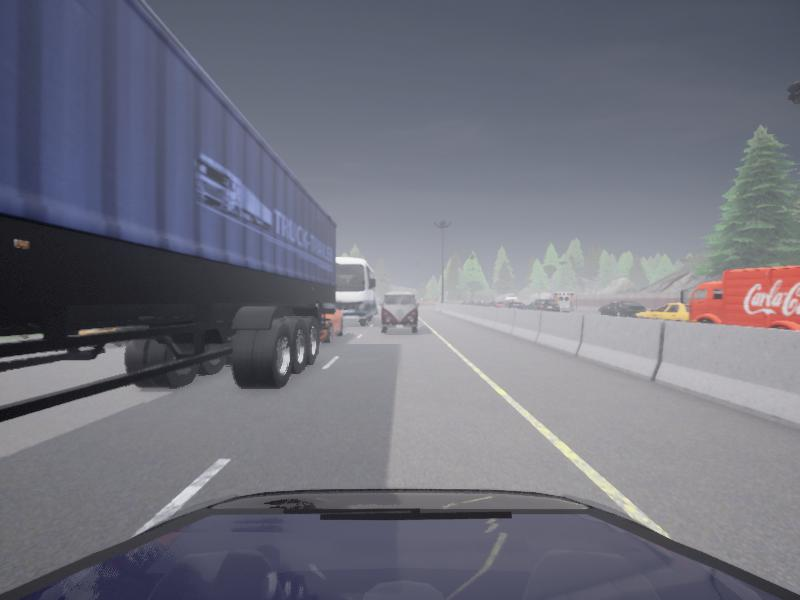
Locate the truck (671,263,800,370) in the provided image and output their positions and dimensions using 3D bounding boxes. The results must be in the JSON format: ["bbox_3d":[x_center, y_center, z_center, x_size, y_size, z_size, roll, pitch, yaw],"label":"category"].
[{"bbox_3d":[10.490,0.364,10.935,2.627,2.467,5.204,0,0,0],"label":"truck"}]

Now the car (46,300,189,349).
[{"bbox_3d":[-10.516,0.805,15.571,1.801,1.575,5.366,0,0,0],"label":"car"}]

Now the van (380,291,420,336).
[{"bbox_3d":[-0.024,0.604,19.930,1.775,1.987,4.442,0,0,0],"label":"van"}]

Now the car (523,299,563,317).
[{"bbox_3d":[13.937,0.765,39.367,2.242,1.667,4.611,0,0,0],"label":"car"}]

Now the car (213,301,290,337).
[{"bbox_3d":[-7.020,0.827,19.522,1.882,1.535,5.008,0,0,0],"label":"car"}]

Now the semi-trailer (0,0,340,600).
[{"bbox_3d":[-3.406,-0.616,5.961,2.717,4.402,14.254,0,0,1],"label":"semi-trailer"}]

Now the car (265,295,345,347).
[{"bbox_3d":[-3.512,0.698,15.764,2.097,1.767,4.553,0,0,0],"label":"car"}]

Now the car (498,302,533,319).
[{"bbox_3d":[10.445,0.915,36.461,1.994,1.385,4.181,0,0,0],"label":"car"}]

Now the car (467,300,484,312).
[{"bbox_3d":[10.419,0.827,55.417,1.789,1.549,3.705,0,0,0],"label":"car"}]

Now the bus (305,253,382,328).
[{"bbox_3d":[-3.418,-0.527,27.765,3.944,4.253,10.273,0,0,0],"label":"bus"}]

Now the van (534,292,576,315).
[{"bbox_3d":[17.431,0.388,45.418,2.351,2.431,6.366,0,0,0],"label":"van"}]

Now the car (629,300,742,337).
[{"bbox_3d":[13.975,0.805,20.106,1.801,1.575,5.366,0,0,0],"label":"car"}]

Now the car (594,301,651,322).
[{"bbox_3d":[17.454,0.851,31.678,1.837,1.490,4.892,0,0,0],"label":"car"}]
